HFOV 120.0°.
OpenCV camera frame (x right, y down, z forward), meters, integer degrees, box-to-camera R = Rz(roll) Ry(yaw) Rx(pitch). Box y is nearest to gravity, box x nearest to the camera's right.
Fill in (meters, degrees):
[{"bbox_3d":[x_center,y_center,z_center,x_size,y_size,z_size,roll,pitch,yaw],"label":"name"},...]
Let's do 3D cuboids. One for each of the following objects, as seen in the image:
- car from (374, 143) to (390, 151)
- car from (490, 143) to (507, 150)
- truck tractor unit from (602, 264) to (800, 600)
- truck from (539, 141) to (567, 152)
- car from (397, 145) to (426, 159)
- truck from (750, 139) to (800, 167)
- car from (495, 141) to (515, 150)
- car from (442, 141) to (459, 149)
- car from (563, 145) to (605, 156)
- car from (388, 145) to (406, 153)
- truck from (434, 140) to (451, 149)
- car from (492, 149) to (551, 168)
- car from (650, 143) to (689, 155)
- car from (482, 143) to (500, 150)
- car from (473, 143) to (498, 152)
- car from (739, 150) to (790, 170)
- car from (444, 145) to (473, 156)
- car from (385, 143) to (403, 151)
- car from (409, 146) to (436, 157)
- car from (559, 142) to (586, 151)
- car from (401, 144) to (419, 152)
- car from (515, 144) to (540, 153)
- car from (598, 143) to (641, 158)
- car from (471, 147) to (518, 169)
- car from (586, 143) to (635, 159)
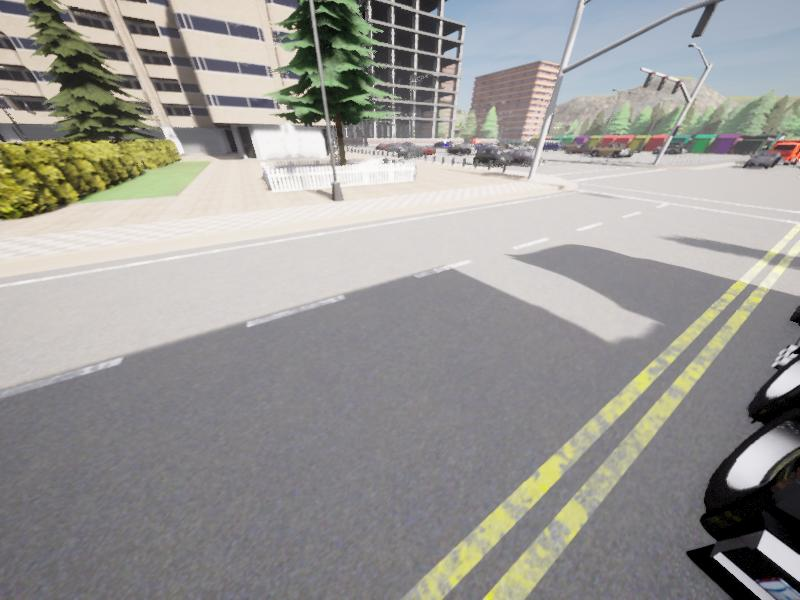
[{"bbox_3d":[-4.228,-36.125,54.607,1.812,1.442,4.674,-18,39,-24],"label":"car"},{"bbox_3d":[26.802,-41.923,62.933,1.784,1.438,3.905,-18,39,-24],"label":"car"},{"bbox_3d":[5.108,-0.303,0.785,6.516,4.208,3.053,-18,39,-24],"label":"truck tractor unit"},{"bbox_3d":[34.331,-34.685,52.068,2.069,2.038,4.478,-18,39,-24],"label":"truck"},{"bbox_3d":[1.657,-22.375,34.829,2.038,1.542,4.974,-18,39,-24],"label":"car"},{"bbox_3d":[43.884,-16.792,26.372,5.204,2.467,2.627,-17,38,-23],"label":"truck"},{"bbox_3d":[29.104,-42.875,63.954,1.932,1.855,4.605,-18,39,-24],"label":"car"},{"bbox_3d":[13.696,-42.095,62.693,1.932,1.855,4.605,-18,39,-24],"label":"car"},{"bbox_3d":[32.329,-26.477,40.834,2.033,1.415,5.357,-18,39,-24],"label":"car"},{"bbox_3d":[-0.726,-32.607,49.713,1.895,1.301,4.718,-18,39,-24],"label":"car"},{"bbox_3d":[11.222,-41.324,61.398,2.069,2.038,4.478,-18,39,-24],"label":"truck"},{"bbox_3d":[12.816,-15.263,24.830,2.033,1.411,5.357,-18,39,-24],"label":"car"},{"bbox_3d":[50.179,-28.238,43.117,1.905,1.878,3.866,-18,39,-24],"label":"car"},{"bbox_3d":[24.292,-41.084,61.760,1.970,1.475,3.806,-18,39,-24],"label":"car"},{"bbox_3d":[18.737,-33.630,50.874,2.242,1.667,4.611,-18,39,-24],"label":"car"},{"bbox_3d":[37.127,-14.302,23.550,3.633,1.501,1.845,-18,39,-24],"label":"car"},{"bbox_3d":[10.062,-26.017,40.131,1.882,1.535,5.008,-18,39,-24],"label":"car"},{"bbox_3d":[-1.488,-37.387,56.489,2.033,1.411,5.357,-18,39,-24],"label":"car"},{"bbox_3d":[3.575,-24.366,37.912,1.895,1.301,4.718,-18,39,-24],"label":"car"},{"bbox_3d":[41.425,-36.947,55.546,1.932,1.855,4.605,-18,39,-24],"label":"car"},{"bbox_3d":[2.151,-33.801,51.326,1.812,1.442,4.674,-18,39,-25],"label":"car"},{"bbox_3d":[26.822,-31.952,48.662,1.970,1.475,3.806,-18,39,-24],"label":"car"},{"bbox_3d":[33.188,-22.702,35.010,1.905,1.878,3.866,-18,39,-24],"label":"car"},{"bbox_3d":[9.549,-14.599,23.660,1.851,1.617,3.988,-18,39,-24],"label":"car"},{"bbox_3d":[30.652,-21.917,33.855,1.932,1.855,4.605,-18,39,-24],"label":"car"}]
